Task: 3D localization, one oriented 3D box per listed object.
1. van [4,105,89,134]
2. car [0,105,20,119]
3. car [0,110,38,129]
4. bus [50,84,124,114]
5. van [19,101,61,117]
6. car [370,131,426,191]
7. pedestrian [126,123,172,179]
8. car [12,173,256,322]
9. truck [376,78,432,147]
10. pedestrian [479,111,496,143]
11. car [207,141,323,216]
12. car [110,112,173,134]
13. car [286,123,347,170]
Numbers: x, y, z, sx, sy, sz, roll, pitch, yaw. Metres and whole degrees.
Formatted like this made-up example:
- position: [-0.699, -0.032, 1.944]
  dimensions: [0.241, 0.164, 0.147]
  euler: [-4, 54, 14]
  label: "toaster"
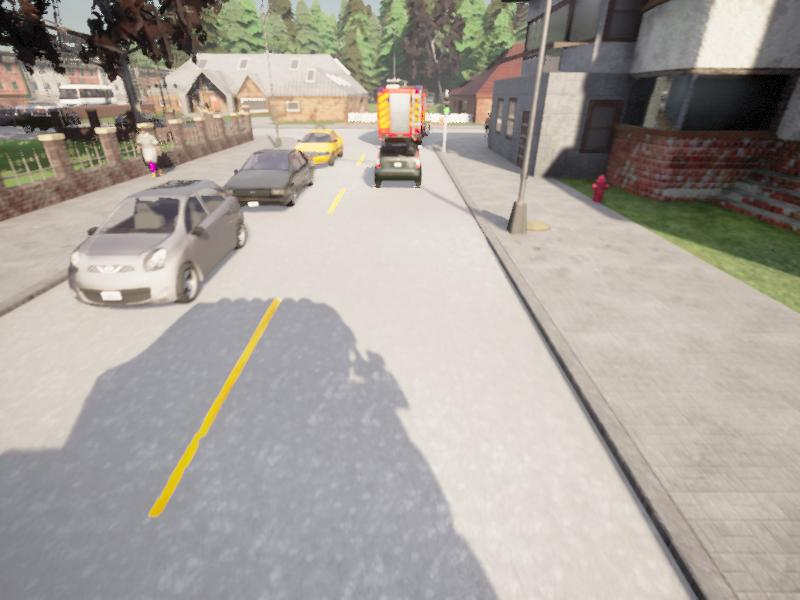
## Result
- position: [-28.597, -14.719, 32.554]
  dimensions: [4.480, 2.038, 2.069]
  euler: [0, 27, 0]
  label: "van"
- position: [-53.275, -24.991, 53.149]
  dimensions: [1.845, 1.501, 3.633]
  euler: [0, 27, 0]
  label: "car"
- position: [-35.609, -16.362, 36.207]
  dimensions: [3.633, 1.501, 1.845]
  euler: [0, 27, 0]
  label: "car"
- position: [-53.111, -34.470, 68.577]
  dimensions: [3.944, 4.253, 10.273]
  euler: [0, 27, 0]
  label: "bus"
- position: [-53.269, -28.418, 59.328]
  dimensions: [1.775, 1.987, 4.442]
  euler: [0, 27, 0]
  label: "van"
- position: [-0.049, -5.490, 15.483]
  dimensions: [1.851, 1.617, 3.988]
  euler: [1, 27, 0]
  label: "car"
- position: [-9.340, -5.561, 14.955]
  dimensions: [0.751, 1.860, 0.751]
  euler: [0, 27, 0]
  label: "pedestrian"
- position: [-4.161, -1.178, 7.165]
  dimensions: [1.845, 1.501, 3.633]
  euler: [0, 27, -2]
  label: "car"
- position: [0.505, -13.425, 28.446]
  dimensions: [2.891, 3.827, 8.468]
  euler: [3, 28, 6]
  label: "truck"
- position: [5.834, -11.500, 26.622]
  dimensions: [0.751, 1.860, 0.751]
  euler: [14, 30, 25]
  label: "pedestrian"
- position: [-4.044, -4.195, 13.160]
  dimensions: [2.033, 1.411, 5.357]
  euler: [0, 27, -1]
  label: "car"
- position: [-21.019, -14.451, 32.677]
  dimensions: [3.633, 1.501, 1.845]
  euler: [0, 27, 0]
  label: "car"
- position: [-3.912, -7.652, 19.654]
  dimensions: [1.801, 1.575, 5.366]
  euler: [1, 27, 0]
  label: "car"
